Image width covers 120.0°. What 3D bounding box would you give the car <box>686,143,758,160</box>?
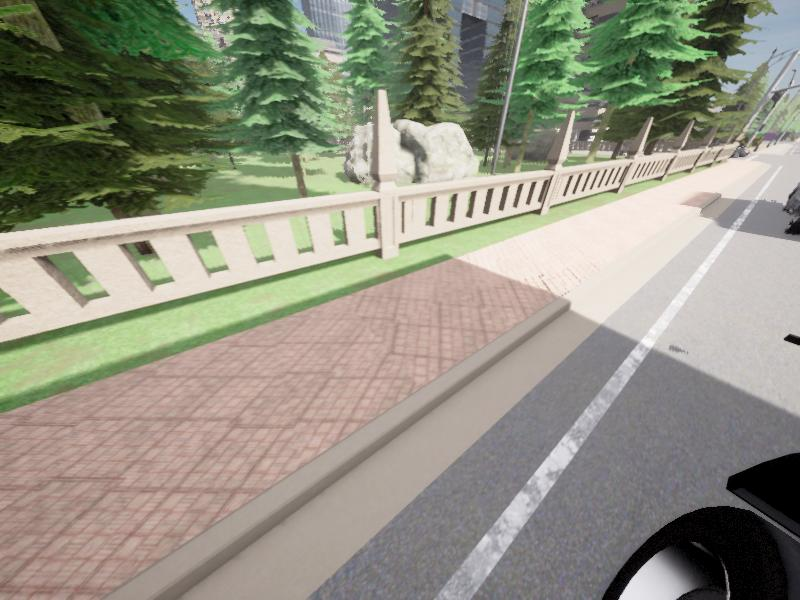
[{"bbox_3d":[37.253,-17.336,26.885,2.007,1.525,4.514,-22,41,-28],"label":"car"}]

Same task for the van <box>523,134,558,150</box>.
[{"bbox_3d":[30.165,-34.145,49.864,1.988,2.561,5.915,-22,41,-28],"label":"van"}]

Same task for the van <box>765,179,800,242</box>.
[{"bbox_3d":[13.245,-3.249,6.308,6.366,2.431,2.351,-22,41,-28],"label":"van"}]
